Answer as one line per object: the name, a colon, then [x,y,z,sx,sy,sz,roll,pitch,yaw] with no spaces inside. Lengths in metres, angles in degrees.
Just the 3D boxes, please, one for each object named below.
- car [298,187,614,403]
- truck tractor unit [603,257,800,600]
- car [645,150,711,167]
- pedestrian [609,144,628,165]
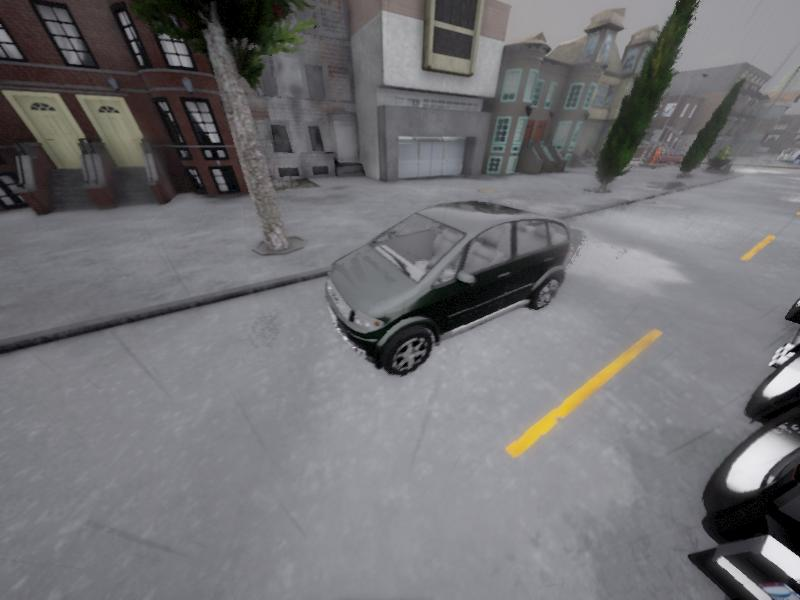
car: [0.796,-0.518,3.393,3.705,1.549,1.789,-18,39,-24]
truck tractor unit: [5.096,-0.317,0.794,6.516,4.208,3.053,-19,39,-25]
car: [31.031,-15.907,25.925,1.994,1.385,4.181,-18,39,-24]
pedestrian: [23.274,-15.503,24.651,0.751,1.860,0.751,23,41,29]
